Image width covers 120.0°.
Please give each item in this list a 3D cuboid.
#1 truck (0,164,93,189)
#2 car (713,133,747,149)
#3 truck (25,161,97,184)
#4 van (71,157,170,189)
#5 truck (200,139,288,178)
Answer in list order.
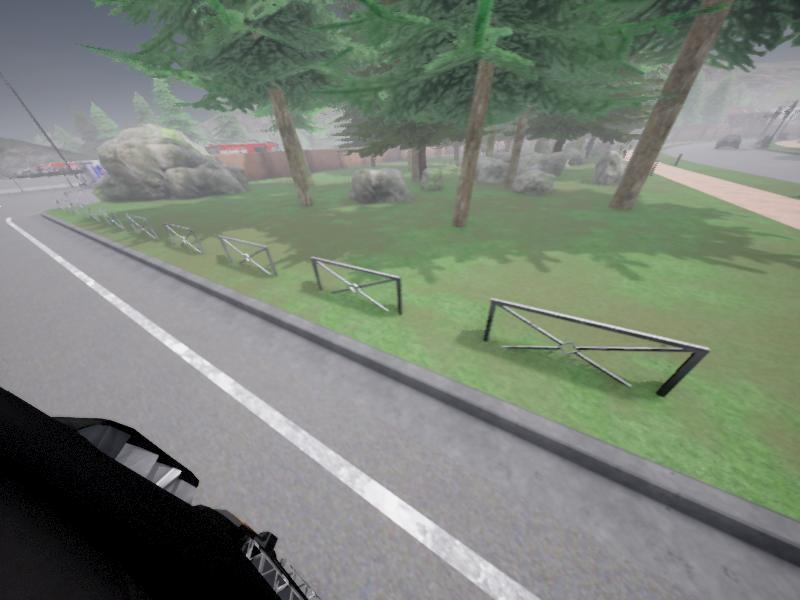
[{"bbox_3d":[-44.950,-15.903,29.580,2.390,2.098,6.274,16,38,26],"label":"truck"},{"bbox_3d":[47.831,-23.113,33.572,4.553,1.767,2.097,-30,42,-34],"label":"car"},{"bbox_3d":[-49.926,-18.976,34.233,2.627,2.467,5.204,15,37,25],"label":"truck"},{"bbox_3d":[-31.056,-14.481,26.105,2.351,2.431,6.366,15,38,25],"label":"van"},{"bbox_3d":[-19.806,-18.696,30.305,2.891,3.827,8.468,15,38,25],"label":"truck"}]
